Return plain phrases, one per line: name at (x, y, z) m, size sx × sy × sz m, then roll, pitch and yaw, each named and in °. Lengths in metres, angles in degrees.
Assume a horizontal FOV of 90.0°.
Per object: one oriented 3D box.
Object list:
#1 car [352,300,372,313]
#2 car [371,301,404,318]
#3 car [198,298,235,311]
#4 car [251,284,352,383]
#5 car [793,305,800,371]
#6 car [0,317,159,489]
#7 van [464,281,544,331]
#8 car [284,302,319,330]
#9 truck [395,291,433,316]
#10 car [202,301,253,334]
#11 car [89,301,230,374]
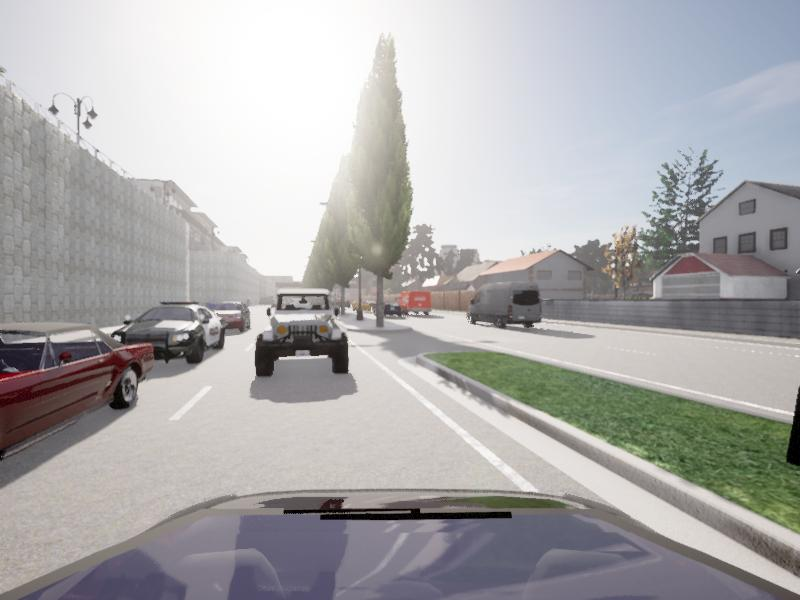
car at (-5.117, 0.780, 52.798) m, size 1.801 × 1.575 × 5.366 m, roll 0°, pitch 0°, yaw -14°
car at (-1.263, 0.836, 37.835) m, size 2.163 × 1.488 × 4.792 m, roll 0°, pitch 0°, yaw -14°
car at (-23.867, 0.571, 52.132) m, size 4.193 × 1.474 × 1.816 m, roll 3°, pitch 0°, yaw -29°
car at (-2.339, 0.644, 9.703) m, size 1.905 × 1.878 × 3.866 m, roll 0°, pitch 0°, yaw -13°
car at (10.573, 0.849, 7.504) m, size 1.816 × 1.474 × 4.193 m, roll 0°, pitch 0°, yaw -23°
car at (-4.570, 0.942, 4.377) m, size 1.895 × 1.301 × 4.718 m, roll 0°, pitch 0°, yaw -12°
van at (5.953, 0.312, 23.908) m, size 1.988 × 2.561 × 5.915 m, roll 0°, pitch 0°, yaw -15°
car at (-5.869, 0.860, 23.683) m, size 1.812 × 1.442 × 4.674 m, roll 0°, pitch 0°, yaw -14°
truck at (1.334, 0.340, 41.792) m, size 2.627 × 2.467 × 5.204 m, roll 0°, pitch 0°, yaw -14°
car at (-8.617, 0.818, 20.325) m, size 1.845 × 1.501 × 3.633 m, roll 0°, pitch 0°, yaw -14°
car at (-6.321, 0.822, 11.287) m, size 2.038 × 1.542 × 4.974 m, roll 0°, pitch 0°, yaw -14°
